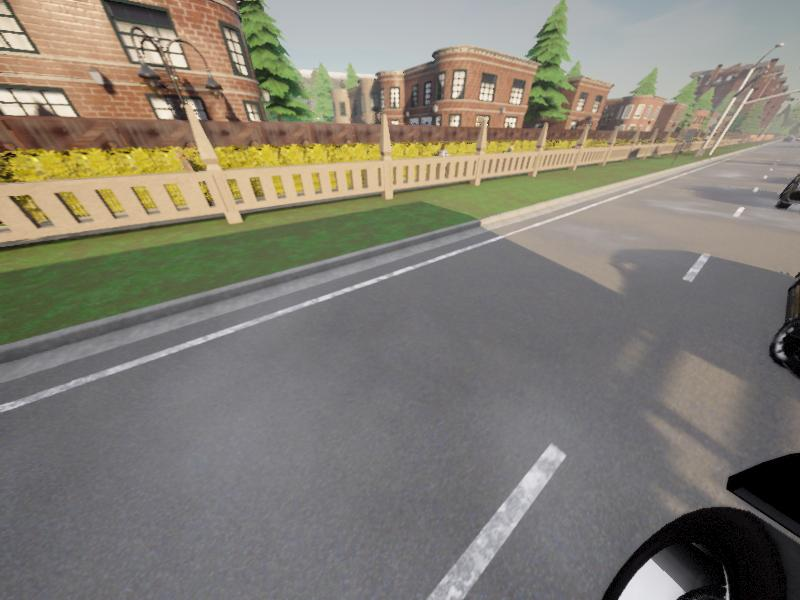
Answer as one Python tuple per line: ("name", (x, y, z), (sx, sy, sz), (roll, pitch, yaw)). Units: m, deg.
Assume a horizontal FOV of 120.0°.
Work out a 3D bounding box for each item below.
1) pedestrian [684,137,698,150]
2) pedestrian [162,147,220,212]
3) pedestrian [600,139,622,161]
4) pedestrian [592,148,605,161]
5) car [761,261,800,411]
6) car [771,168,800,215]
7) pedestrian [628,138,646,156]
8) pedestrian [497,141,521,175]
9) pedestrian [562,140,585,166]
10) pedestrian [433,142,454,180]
("pedestrian", (52.800, -28.364, 41.887), (0.751, 1.860, 0.751), (-25, 42, -31))
("pedestrian", (-7.051, -4.107, 7.902), (0.751, 1.860, 0.751), (-23, 41, -29))
("pedestrian", (21.376, -15.195, 23.432), (0.751, 1.860, 0.751), (-23, 41, -29))
("pedestrian", (20.757, -15.269, 24.205), (0.500, 1.100, 0.500), (-14, 37, -19))
("car", (6.177, 0.201, 2.412), (4.181, 1.385, 1.994), (-22, 39, -28))
("car", (16.167, -4.238, 8.397), (5.027, 1.651, 2.152), (-22, 41, -28))
("pedestrian", (29.726, -19.164, 29.005), (0.751, 1.860, 0.751), (-22, 41, -28))
("pedestrian", (7.190, -9.370, 15.271), (0.751, 1.860, 0.751), (-22, 40, -27))
("pedestrian", (14.676, -12.450, 19.586), (0.751, 1.860, 0.751), (-22, 41, -28))
("pedestrian", (2.566, -8.243, 13.708), (0.751, 1.860, 0.751), (-21, 40, -27))
